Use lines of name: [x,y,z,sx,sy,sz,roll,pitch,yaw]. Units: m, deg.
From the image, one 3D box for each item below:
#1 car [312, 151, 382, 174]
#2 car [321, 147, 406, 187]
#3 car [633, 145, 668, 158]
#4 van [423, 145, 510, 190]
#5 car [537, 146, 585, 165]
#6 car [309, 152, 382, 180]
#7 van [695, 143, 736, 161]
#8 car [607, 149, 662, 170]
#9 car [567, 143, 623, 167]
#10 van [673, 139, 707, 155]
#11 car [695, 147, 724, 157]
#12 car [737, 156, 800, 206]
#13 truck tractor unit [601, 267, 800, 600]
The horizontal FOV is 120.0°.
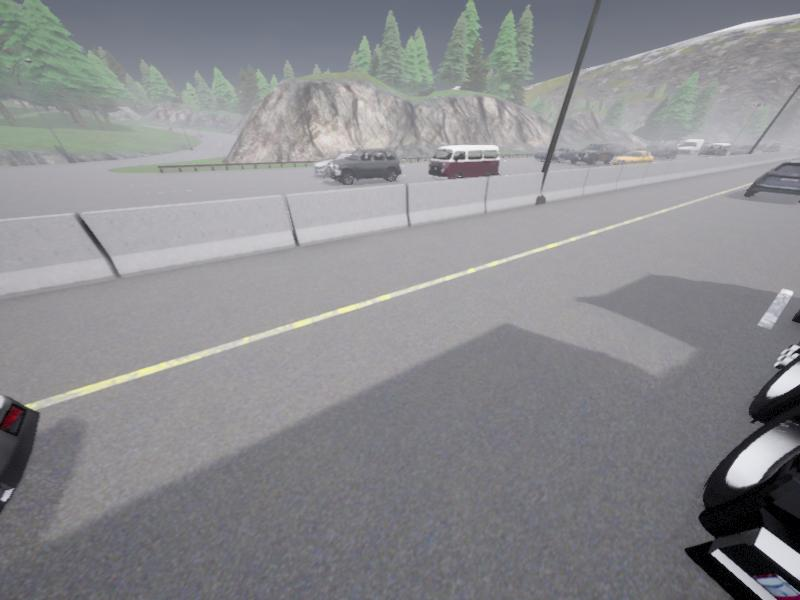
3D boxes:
car: [-4.424,-11.953,19.911,5.357,1.411,2.033,-18,39,-24]
car: [-2.129,-8.280,14.235,4.605,1.855,1.932,-18,39,-25]
car: [41.638,-24.727,38.417,4.611,1.667,2.242,-18,39,-24]
van: [3.888,-7.995,13.734,4.480,2.038,2.069,-18,39,-25]
car: [19.385,-17.476,27.849,5.027,1.651,2.152,-18,39,-24]
car: [-3.852,-9.848,16.847,4.674,1.442,1.812,-18,39,-25]
van: [46.168,-21.736,33.836,4.480,2.038,2.069,-18,39,-25]
car: [23.523,-14.189,23.200,5.366,1.575,1.801,-18,39,-24]
car: [21.385,-15.993,25.366,5.566,2.045,2.150,-18,39,-24]
van: [57.210,-30.166,45.563,5.915,2.561,1.988,-18,39,-24]
car: [56.868,-27.256,42.423,4.181,1.385,1.994,-18,39,-24]
car: [19.191,-5.878,11.183,4.856,1.649,2.033,-18,39,-24]
truck tractor unit: [5.113,-0.300,0.769,6.516,4.208,3.053,-18,39,-24]
